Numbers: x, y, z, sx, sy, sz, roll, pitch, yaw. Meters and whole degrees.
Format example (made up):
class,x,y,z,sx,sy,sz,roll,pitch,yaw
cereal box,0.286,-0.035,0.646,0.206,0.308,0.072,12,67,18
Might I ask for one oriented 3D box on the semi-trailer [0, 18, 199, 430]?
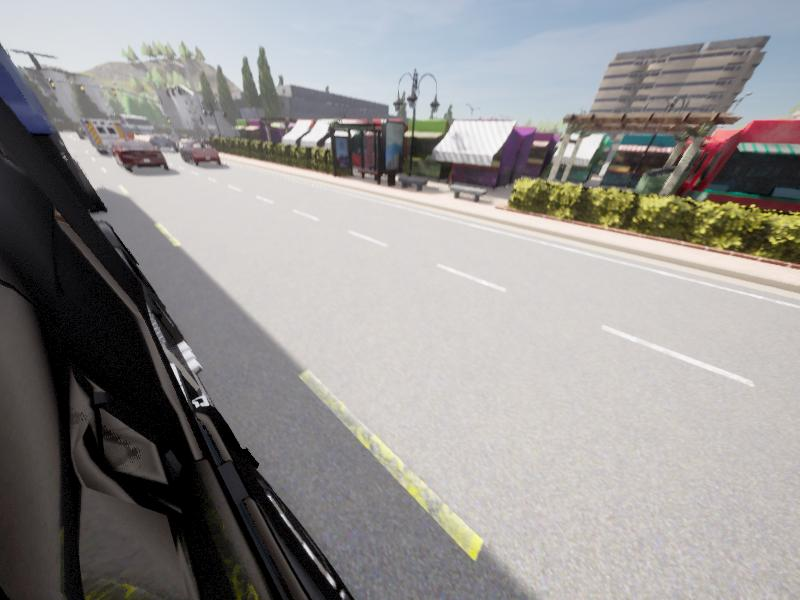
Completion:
class,x,y,z,sx,sy,sz,roll,pitch,yaw
semi-trailer,-8.688,-3.530,4.372,14.254,4.402,2.717,27,41,31

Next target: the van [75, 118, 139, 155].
class,x,y,z,sx,sy,sz,roll,pitch,yaw
van,-26.642,-14.822,20.979,6.366,2.431,2.351,28,41,31

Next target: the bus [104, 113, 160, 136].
class,x,y,z,sx,sy,sz,roll,pitch,yaw
bus,-71.521,-46.969,62.235,3.944,4.253,10.273,-4,35,-10

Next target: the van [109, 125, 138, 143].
class,x,y,z,sx,sy,sz,roll,pitch,yaw
van,-43.524,-26.149,36.378,4.442,1.987,1.775,27,41,30

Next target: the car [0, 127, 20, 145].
class,x,y,z,sx,sy,sz,roll,pitch,yaw
car,-39.997,-16.230,22.774,4.181,1.385,1.994,28,42,32

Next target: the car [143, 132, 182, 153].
class,x,y,z,sx,sy,sz,roll,pitch,yaw
car,-26.028,-17.417,25.533,2.152,1.651,5.027,-20,41,-30

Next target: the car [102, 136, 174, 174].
class,x,y,z,sx,sy,sz,roll,pitch,yaw
car,-16.049,-8.920,14.108,5.008,1.535,1.882,28,41,31

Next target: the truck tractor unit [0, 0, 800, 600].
class,x,y,z,sx,sy,sz,roll,pitch,yaw
truck tractor unit,-2.645,-0.295,0.351,6.516,4.208,3.053,28,44,30

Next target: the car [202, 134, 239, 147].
class,x,y,z,sx,sy,sz,roll,pitch,yaw
car,-31.195,-27.782,40.272,2.007,1.525,4.514,29,42,32

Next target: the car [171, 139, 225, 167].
class,x,y,z,sx,sy,sz,roll,pitch,yaw
car,-15.001,-10.965,17.190,3.633,1.501,1.845,27,41,31
